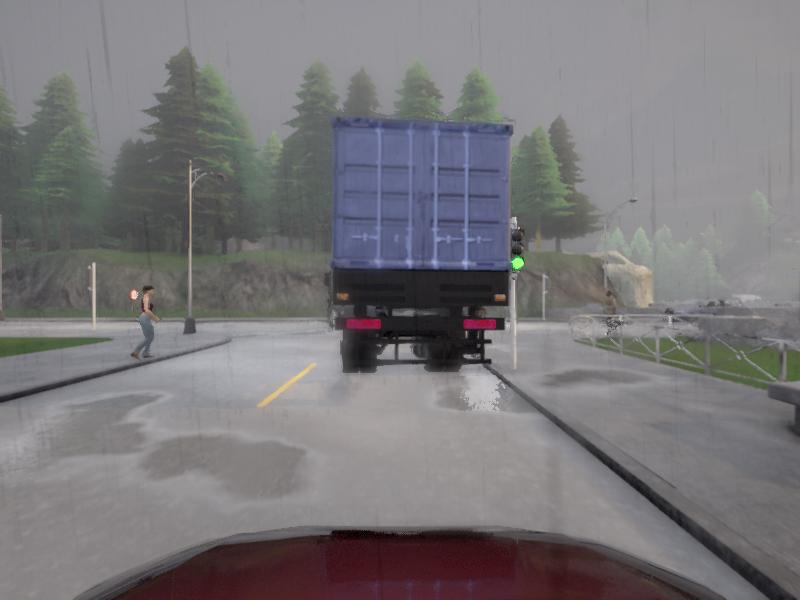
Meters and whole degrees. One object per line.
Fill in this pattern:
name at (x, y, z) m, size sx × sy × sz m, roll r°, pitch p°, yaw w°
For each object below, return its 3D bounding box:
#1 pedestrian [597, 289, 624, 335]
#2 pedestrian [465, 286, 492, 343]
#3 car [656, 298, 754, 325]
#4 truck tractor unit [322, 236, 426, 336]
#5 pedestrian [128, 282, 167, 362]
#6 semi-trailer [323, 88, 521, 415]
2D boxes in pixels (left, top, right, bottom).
pedestrian at (8.635, 0.481, 16.452) m, size 0.751 × 1.860 × 0.751 m, roll 0°, pitch 0°, yaw 3°
pedestrian at (2.641, 0.480, 13.502) m, size 0.751 × 1.860 × 0.751 m, roll 0°, pitch 0°, yaw -3°
car at (19.441, 0.687, 25.692) m, size 4.611 × 1.667 × 2.242 m, roll 0°, pitch 0°, yaw 0°
truck tractor unit at (-1.640, -0.581, 20.327) m, size 3.053 × 4.208 × 6.516 m, roll 1°, pitch 0°, yaw -25°
pedestrian at (-6.169, 0.508, 9.766) m, size 0.751 × 1.860 × 0.751 m, roll 0°, pitch 0°, yaw -35°
semi-trailer at (-0.298, -0.660, 12.608) m, size 2.717 × 4.402 × 14.254 m, roll 0°, pitch 0°, yaw -5°
